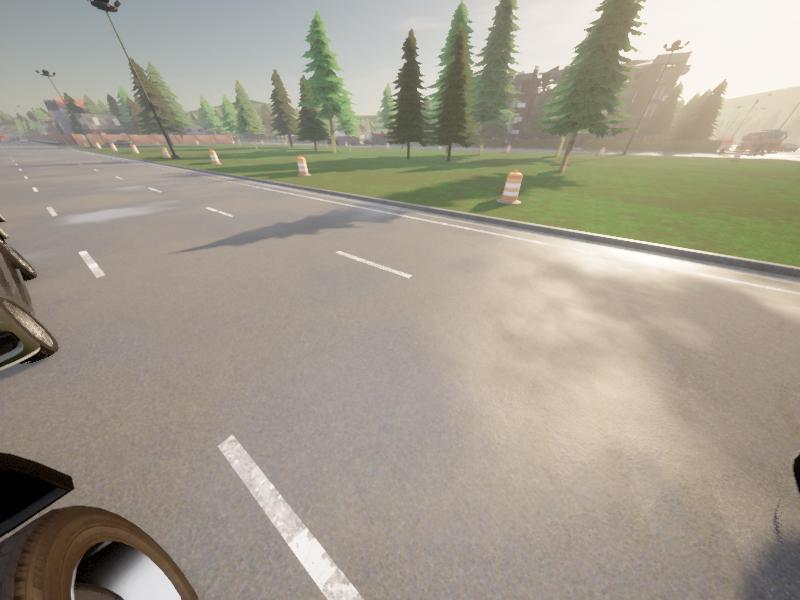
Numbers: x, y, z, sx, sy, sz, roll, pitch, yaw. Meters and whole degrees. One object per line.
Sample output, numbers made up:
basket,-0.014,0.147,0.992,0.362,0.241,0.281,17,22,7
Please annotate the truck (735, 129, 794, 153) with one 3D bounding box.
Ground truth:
truck,75.041,-32.980,47.939,2.891,3.827,8.468,22,40,28

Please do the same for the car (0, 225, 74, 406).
car,-6.490,-0.146,2.681,5.027,1.651,2.152,22,41,28

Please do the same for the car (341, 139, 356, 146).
car,-17.231,-52.680,77.259,4.611,1.667,2.242,22,41,28

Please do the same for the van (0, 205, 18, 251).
van,-11.768,-2.443,5.575,4.442,1.987,1.775,22,41,28

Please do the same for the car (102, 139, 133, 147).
car,-77.181,-43.016,63.124,2.242,1.667,4.611,13,37,18

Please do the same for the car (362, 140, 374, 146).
car,-10.705,-52.495,77.012,3.705,1.549,1.789,22,41,28

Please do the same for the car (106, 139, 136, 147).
car,-74.198,-41.777,61.456,2.007,1.525,4.514,12,37,17
